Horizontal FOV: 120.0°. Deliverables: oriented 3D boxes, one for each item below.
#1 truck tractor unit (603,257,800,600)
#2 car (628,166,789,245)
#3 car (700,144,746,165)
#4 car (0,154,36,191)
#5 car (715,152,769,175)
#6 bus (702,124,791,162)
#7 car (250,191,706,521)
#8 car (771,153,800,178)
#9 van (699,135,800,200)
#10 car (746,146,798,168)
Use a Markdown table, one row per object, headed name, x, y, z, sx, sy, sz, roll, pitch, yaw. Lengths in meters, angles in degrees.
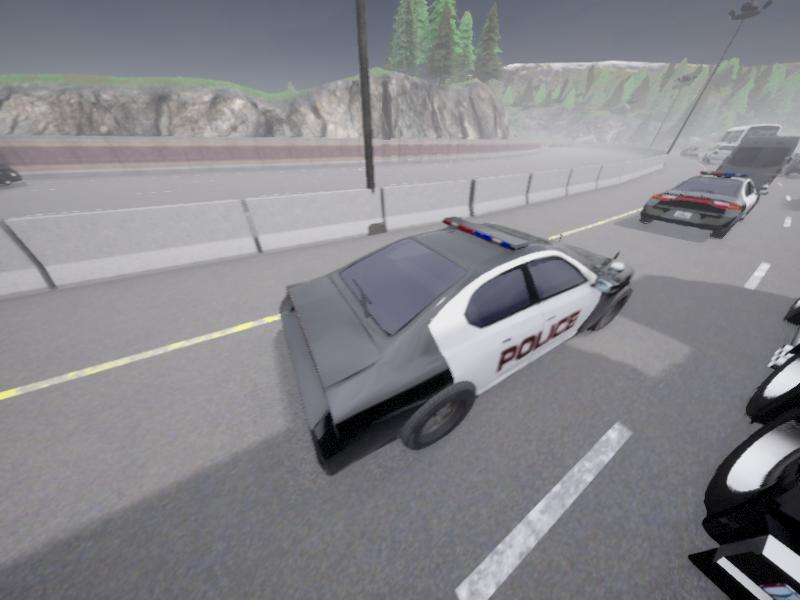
| name | x | y | z | sx | sy | sz | roll | pitch | yaw |
| --- | --- | --- | --- | --- | --- | --- | --- | --- | --- |
| truck tractor unit | 5.103 | -0.305 | 0.807 | 6.516 | 4.208 | 3.053 | -18 | 39 | -25 |
| car | 10.166 | -3.356 | 7.616 | 4.974 | 1.542 | 2.038 | -20 | 40 | -27 |
| car | 41.438 | -18.879 | 29.838 | 2.150 | 2.045 | 5.566 | 27 | 43 | 33 |
| car | -23.010 | -6.212 | 11.385 | 5.008 | 1.535 | 1.882 | -18 | 39 | -24 |
| car | 30.714 | -12.449 | 20.924 | 4.514 | 1.525 | 2.007 | -27 | 43 | -34 |
| bus | 51.589 | -23.811 | 35.110 | 3.944 | 4.253 | 10.273 | 24 | 41 | 30 |
| car | 1.191 | -0.227 | 3.013 | 4.974 | 1.542 | 2.038 | -18 | 39 | -25 |
| car | 33.050 | -10.944 | 18.795 | 4.902 | 1.511 | 2.128 | -27 | 43 | -34 |
| van | 19.173 | -7.353 | 12.581 | 5.915 | 2.561 | 1.988 | -23 | 41 | -30 |
| car | 42.415 | -16.464 | 26.505 | 1.905 | 1.878 | 3.866 | 28 | 43 | 34 |
